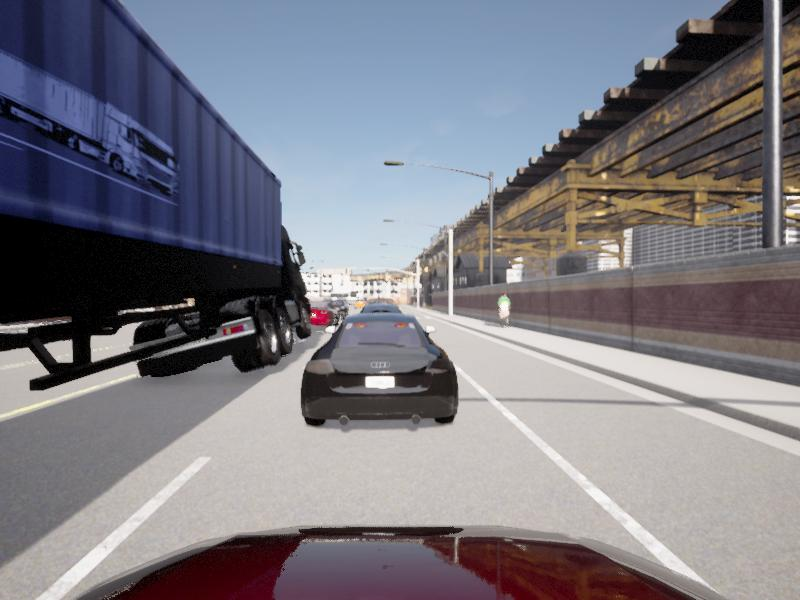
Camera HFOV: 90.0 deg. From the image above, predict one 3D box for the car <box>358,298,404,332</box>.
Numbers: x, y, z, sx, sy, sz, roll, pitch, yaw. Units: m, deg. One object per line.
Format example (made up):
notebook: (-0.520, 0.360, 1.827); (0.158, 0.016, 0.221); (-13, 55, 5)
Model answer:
car: (-1.059, 0.734, 22.123); (2.242, 1.667, 4.611); (0, 0, -3)

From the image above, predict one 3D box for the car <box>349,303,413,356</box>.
car: (-0.657, 0.855, 13.698); (1.812, 1.442, 4.674); (0, 0, -3)

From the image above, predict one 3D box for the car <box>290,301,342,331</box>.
car: (-4.593, 0.827, 22.743); (2.163, 1.488, 4.792); (0, 0, -3)

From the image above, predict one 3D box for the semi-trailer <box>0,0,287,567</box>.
semi-trailer: (-3.681, -0.699, 2.796); (2.717, 4.402, 14.254); (0, 2, -4)

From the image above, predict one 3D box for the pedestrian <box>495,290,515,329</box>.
pedestrian: (5.202, 0.464, 19.815); (0.751, 1.860, 0.751); (0, 0, -2)

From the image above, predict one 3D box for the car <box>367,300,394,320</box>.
car: (-1.649, 0.799, 34.418); (2.128, 1.511, 4.902); (0, 0, -3)

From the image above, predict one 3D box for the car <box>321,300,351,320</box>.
car: (-5.310, 0.799, 33.849); (2.128, 1.511, 4.902); (0, 0, -5)

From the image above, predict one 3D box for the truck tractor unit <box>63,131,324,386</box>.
truck tractor unit: (-4.458, -0.736, 10.748); (3.053, 4.208, 6.516); (-14, -1, -4)

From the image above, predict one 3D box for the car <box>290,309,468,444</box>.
car: (-0.317, 0.900, 6.569); (1.994, 1.385, 4.181); (0, 0, -3)
